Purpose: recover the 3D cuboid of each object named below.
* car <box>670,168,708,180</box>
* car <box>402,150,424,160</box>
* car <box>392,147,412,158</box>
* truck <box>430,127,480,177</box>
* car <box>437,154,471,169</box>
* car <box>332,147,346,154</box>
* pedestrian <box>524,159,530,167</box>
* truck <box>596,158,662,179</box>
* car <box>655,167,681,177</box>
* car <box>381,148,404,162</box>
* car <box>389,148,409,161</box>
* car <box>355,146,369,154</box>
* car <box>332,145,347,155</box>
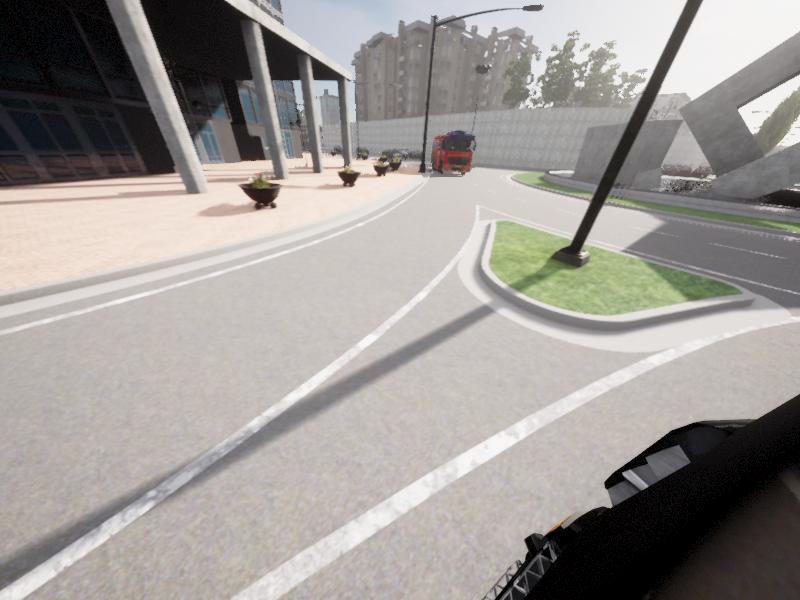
[{"bbox_3d":[43.934,-19.170,35.122,4.181,1.385,1.994,-11,36,-20],"label":"car"},{"bbox_3d":[2.824,-32.237,51.321,2.242,1.667,4.611,-21,40,-31],"label":"car"},{"bbox_3d":[0.468,-37.495,58.725,2.150,2.045,5.566,-20,40,-30],"label":"car"},{"bbox_3d":[5.573,-16.161,25.334,2.891,3.827,8.468,2,34,-3],"label":"truck"},{"bbox_3d":[7.643,-20.001,33.323,1.801,1.575,5.366,-11,36,-20],"label":"car"},{"bbox_3d":[-16.774,-41.065,63.426,1.895,1.301,4.718,-20,40,-31],"label":"car"},{"bbox_3d":[23.780,-25.652,43.238,0.500,1.100,0.500,21,37,24],"label":"pedestrian"},{"bbox_3d":[33.576,-19.517,34.167,6.274,2.098,2.390,14,35,17],"label":"truck"},{"bbox_3d":[46.734,-22.390,40.266,4.718,1.301,1.895,-19,39,-29],"label":"car"},{"bbox_3d":[-1.409,-25.554,40.718,1.932,1.855,4.605,-18,39,-28],"label":"car"},{"bbox_3d":[-0.323,-28.118,44.659,1.905,1.878,3.866,-19,39,-30],"label":"car"},{"bbox_3d":[-10.959,-43.220,66.691,2.097,1.767,4.553,-20,40,-31],"label":"car"},{"bbox_3d":[-14.770,-36.420,56.050,1.905,1.878,3.866,-20,40,-31],"label":"car"}]
